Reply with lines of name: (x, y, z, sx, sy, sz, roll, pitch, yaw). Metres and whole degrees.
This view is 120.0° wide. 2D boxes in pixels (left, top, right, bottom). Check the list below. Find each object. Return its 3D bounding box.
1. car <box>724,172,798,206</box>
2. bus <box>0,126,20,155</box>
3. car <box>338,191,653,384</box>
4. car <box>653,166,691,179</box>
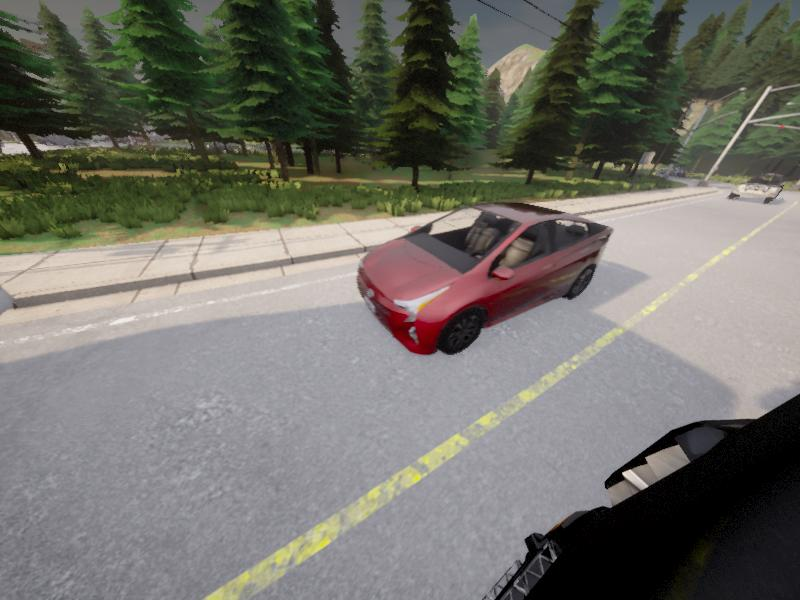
car: (26.255, -8.164, 16.809, 4.605, 1.855, 1.932, -17, 38, -27)
bus: (-36.846, -13.381, 17.428, 3.944, 4.253, 10.273, -17, 38, -28)
car: (1.568, -0.739, 3.855, 4.514, 1.525, 2.007, -15, 38, -26)
car: (46.713, -22.021, 39.819, 1.970, 1.475, 3.806, 3, 33, -1)
